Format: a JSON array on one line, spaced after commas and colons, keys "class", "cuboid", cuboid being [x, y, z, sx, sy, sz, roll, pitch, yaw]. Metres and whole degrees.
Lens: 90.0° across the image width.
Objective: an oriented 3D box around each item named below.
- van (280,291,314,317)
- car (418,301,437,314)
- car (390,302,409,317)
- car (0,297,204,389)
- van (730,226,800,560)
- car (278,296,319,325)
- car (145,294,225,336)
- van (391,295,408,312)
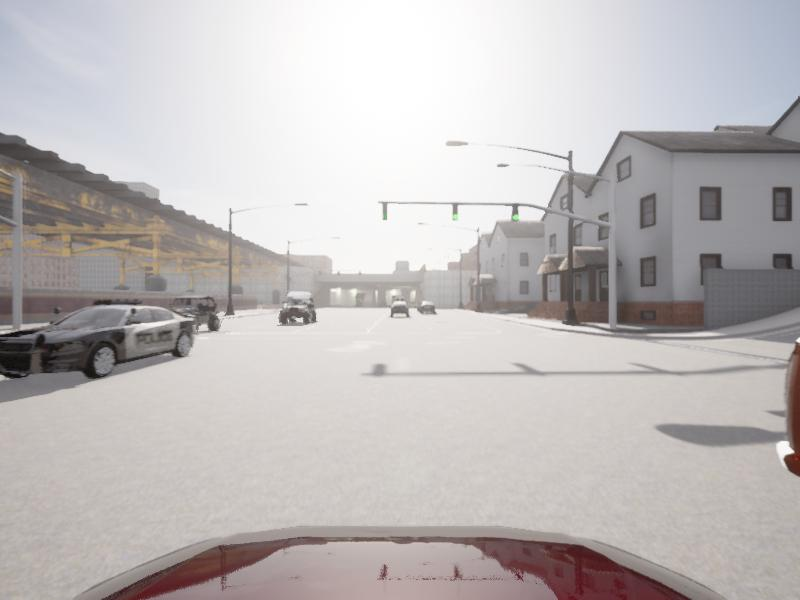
[{"class": "van", "cuboid": [-10.532, 0.404, 41.523, 1.988, 2.561, 5.915, 0, 0, 0]}, {"class": "car", "cuboid": [3.461, 0.937, 51.255, 2.128, 1.511, 4.902, 0, 0, 0]}, {"class": "car", "cuboid": [-0.025, 0.929, 41.479, 1.837, 1.490, 4.892, 0, 0, 0]}, {"class": "car", "cuboid": [-7.006, 0.791, 9.734, 1.930, 1.638, 5.238, 0, 0, 0]}, {"class": "van", "cuboid": [3.470, 0.575, 0.716, 2.069, 2.038, 4.480, 0, 0, 0]}, {"class": "car", "cuboid": [-7.018, 0.702, 28.083, 1.905, 1.878, 3.866, 0, 0, 0]}, {"class": "car", "cuboid": [-10.514, 0.687, 19.903, 1.905, 1.878, 3.866, 0, 0, 0]}, {"class": "van", "cuboid": [-0.025, 0.493, 58.286, 2.351, 2.431, 6.366, 0, 0, 0]}]
